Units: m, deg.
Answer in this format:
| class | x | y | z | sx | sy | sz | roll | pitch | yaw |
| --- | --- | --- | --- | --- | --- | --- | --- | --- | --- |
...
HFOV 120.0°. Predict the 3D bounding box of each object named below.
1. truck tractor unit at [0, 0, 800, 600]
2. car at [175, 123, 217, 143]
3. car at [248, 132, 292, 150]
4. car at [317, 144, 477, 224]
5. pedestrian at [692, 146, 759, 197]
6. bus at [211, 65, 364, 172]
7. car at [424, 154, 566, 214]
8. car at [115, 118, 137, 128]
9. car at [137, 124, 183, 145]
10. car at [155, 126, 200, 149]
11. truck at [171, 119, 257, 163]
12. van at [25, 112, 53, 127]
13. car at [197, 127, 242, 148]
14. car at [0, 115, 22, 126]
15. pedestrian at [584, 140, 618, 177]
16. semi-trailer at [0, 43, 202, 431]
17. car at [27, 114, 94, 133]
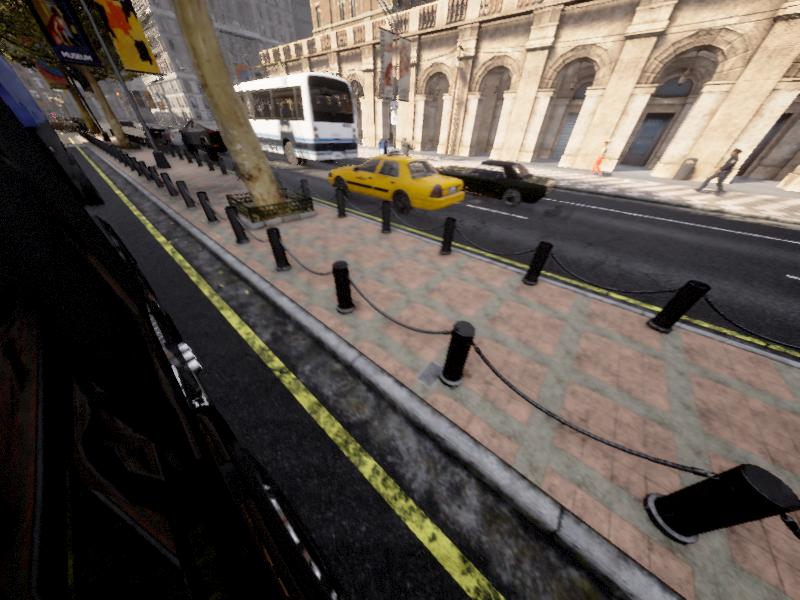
| class | x | y | z | sx | sy | sz | roll | pitch | yaw |
| --- | --- | --- | --- | --- | --- | --- | --- | --- | --- |
| truck tractor unit | -2.645 | -0.295 | 0.351 | 6.516 | 4.208 | 3.053 | 28 | 44 | 30 |
| car | -23.726 | -19.394 | 26.857 | 4.856 | 1.649 | 2.033 | 28 | 44 | 30 |
| car | -13.264 | -16.248 | 23.535 | 4.718 | 1.301 | 1.895 | 28 | 44 | 30 |
| car | -0.398 | -4.268 | 8.025 | 5.366 | 1.575 | 1.801 | 28 | 44 | 30 |
| pedestrian | 14.376 | -5.698 | 10.293 | 0.751 | 1.860 | 0.751 | 25 | 42 | 27 |
| bus | -7.493 | -11.751 | 15.392 | 10.273 | 4.253 | 3.944 | 28 | 44 | 30 |
| car | 3.498 | -4.816 | 9.231 | 4.718 | 1.301 | 1.895 | 28 | 44 | 30 |
| car | -59.518 | -38.381 | 50.145 | 5.238 | 1.638 | 1.930 | 28 | 44 | 30 |
| car | -25.085 | -17.332 | 24.112 | 4.902 | 1.511 | 2.128 | 28 | 44 | 30 |
| car | -20.077 | -14.685 | 20.849 | 3.633 | 1.501 | 1.845 | 28 | 44 | 30 |
| truck | -12.929 | -11.125 | 16.032 | 6.274 | 2.098 | 2.390 | 28 | 44 | 30 |
| van | -68.194 | -34.173 | 43.659 | 4.480 | 2.038 | 2.069 | 28 | 44 | 30 |
| car | -18.271 | -16.446 | 23.342 | 4.892 | 1.490 | 1.837 | 28 | 43 | 30 |
| car | -70.925 | -32.640 | 41.943 | 4.674 | 1.442 | 1.812 | 28 | 44 | 30 |
| pedestrian | 12.286 | -8.695 | 14.182 | 0.751 | 1.860 | 0.751 | 31 | 45 | 33 |
| semi-trailer | -8.696 | -3.592 | 4.251 | 14.254 | 4.402 | 2.717 | 28 | 44 | 30 |
| car | -45.890 | -23.917 | 31.382 | 4.605 | 1.855 | 1.932 | -5 | 37 | -9 |
